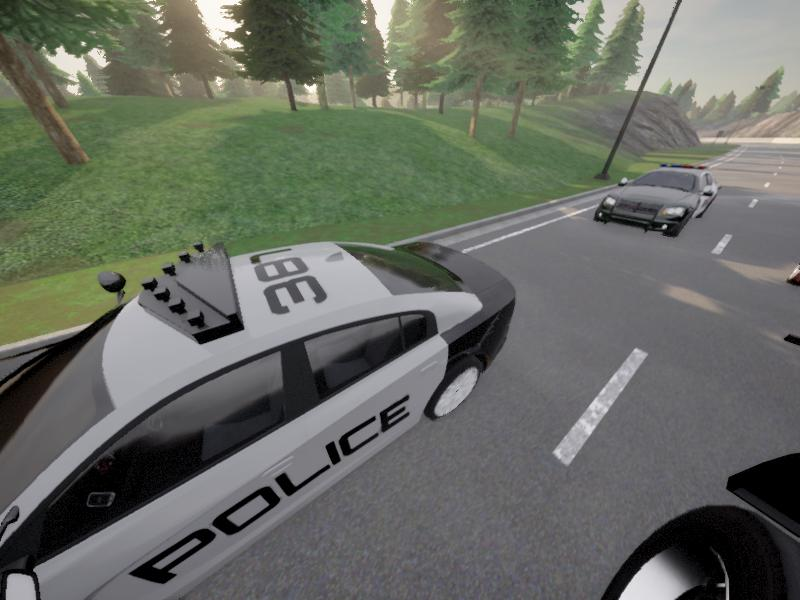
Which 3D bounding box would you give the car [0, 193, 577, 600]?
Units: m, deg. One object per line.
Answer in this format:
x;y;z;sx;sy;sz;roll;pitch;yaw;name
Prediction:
-1.274;0.535;1.748;5.238;1.638;1.930;-22;41;-28;car

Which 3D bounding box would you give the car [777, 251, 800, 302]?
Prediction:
8.798;-0.804;3.780;4.181;1.385;1.994;-20;40;-25;car

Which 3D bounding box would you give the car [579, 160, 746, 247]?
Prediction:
8.104;-3.250;7.123;4.974;1.542;2.038;-22;41;-28;car
